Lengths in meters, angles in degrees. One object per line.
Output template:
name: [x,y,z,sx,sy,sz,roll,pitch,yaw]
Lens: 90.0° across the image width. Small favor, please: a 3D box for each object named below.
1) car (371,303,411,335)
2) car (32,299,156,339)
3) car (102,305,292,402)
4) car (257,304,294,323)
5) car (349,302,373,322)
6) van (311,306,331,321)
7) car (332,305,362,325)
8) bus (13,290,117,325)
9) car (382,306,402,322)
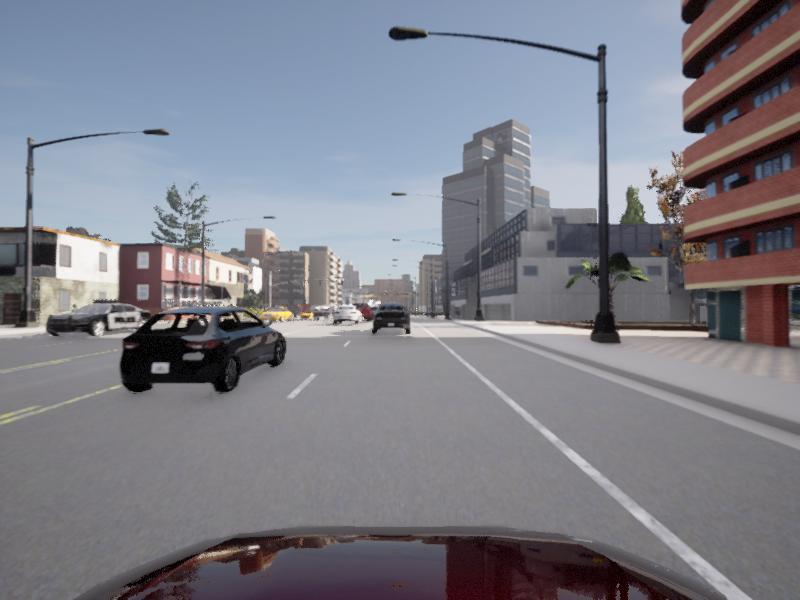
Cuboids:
car: [-0.417,0.915,21.165,1.837,1.490,4.892,0,0,0]
car: [-14.225,0.819,19.137,1.930,1.638,5.238,0,-1,0]
car: [-3.751,0.864,8.353,1.816,1.474,4.193,0,0,0]
car: [-11.113,1.241,36.148,1.801,1.575,5.366,0,-2,-1]
car: [-4.350,1.406,45.467,2.150,2.045,5.566,0,-3,0]
van: [-11.506,1.980,58.570,2.069,2.038,4.480,0,-2,-1]
car: [-3.994,1.136,30.908,1.812,1.442,4.674,0,-1,-1]
bus: [-44.413,0.968,53.377,3.944,4.253,10.273,-1,-1,44]
car: [-0.737,1.431,40.541,1.882,1.535,5.008,0,-2,0]
